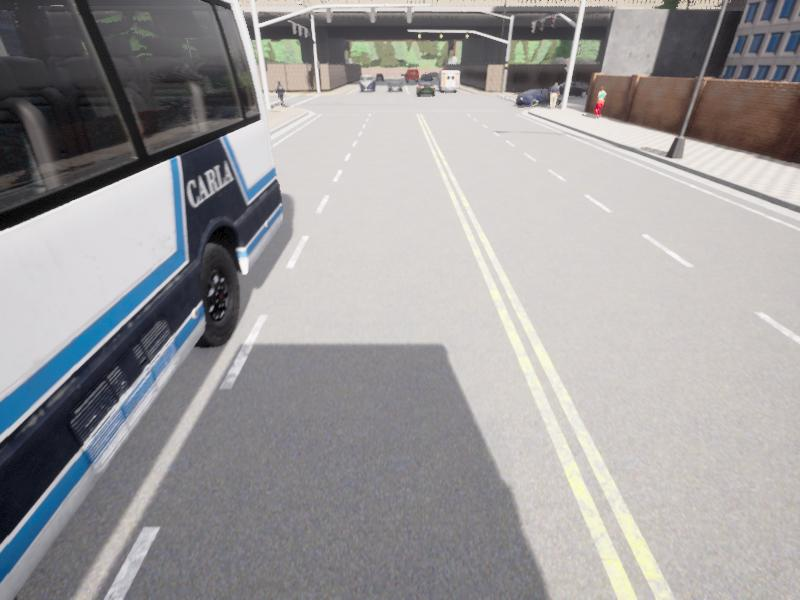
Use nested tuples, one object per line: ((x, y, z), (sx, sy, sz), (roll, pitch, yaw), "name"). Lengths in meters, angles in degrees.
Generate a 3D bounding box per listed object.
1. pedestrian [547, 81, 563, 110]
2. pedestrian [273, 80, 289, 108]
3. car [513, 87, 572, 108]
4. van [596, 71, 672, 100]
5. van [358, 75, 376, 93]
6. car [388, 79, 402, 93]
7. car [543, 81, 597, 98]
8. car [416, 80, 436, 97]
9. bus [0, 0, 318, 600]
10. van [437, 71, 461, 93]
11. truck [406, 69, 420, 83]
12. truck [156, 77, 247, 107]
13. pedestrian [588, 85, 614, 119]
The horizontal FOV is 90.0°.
((11.508, -15.227, 29.769), (0.751, 1.860, 0.751), (10, 32, 16), "pedestrian")
((-9.201, -15.948, 30.963), (0.751, 1.860, 0.751), (-19, 35, -29), "pedestrian")
((12.015, -17.101, 33.761), (4.181, 1.385, 1.994), (-11, 32, -17), "car")
((23.376, -21.581, 40.248), (5.915, 2.561, 1.988), (0, 30, 0), "van")
((-4.235, -28.403, 52.524), (1.775, 1.987, 4.442), (1, 30, 2), "van")
((-0.621, -28.005, 52.383), (1.812, 1.442, 4.674), (0, 30, 0), "car")
((18.389, -22.895, 43.521), (4.892, 1.490, 1.837), (0, 30, 1), "car")
((2.938, -24.593, 46.423), (2.038, 1.542, 4.974), (0, 30, 0), "car")
((-3.514, -0.247, 2.196), (3.944, 4.253, 10.273), (0, 31, 0), "bus")
((6.371, -29.093, 53.270), (2.351, 2.431, 6.366), (0, 30, 0), "van")
((2.584, -46.071, 82.221), (2.627, 2.467, 5.204), (0, 30, 0), "truck")
((-16.733, -17.744, 34.086), (6.274, 2.098, 2.390), (0, 30, 0), "truck")
((12.351, -12.214, 24.671), (0.751, 1.860, 0.751), (-5, 31, -8), "pedestrian")
